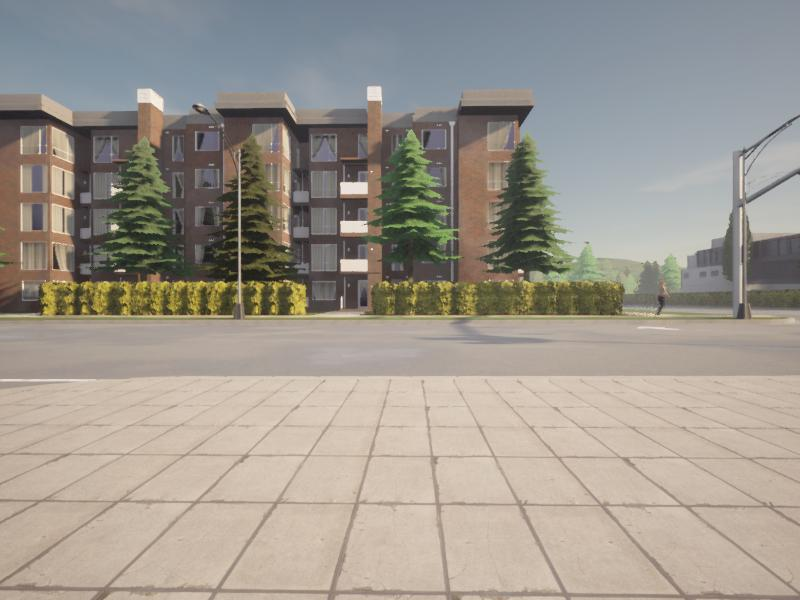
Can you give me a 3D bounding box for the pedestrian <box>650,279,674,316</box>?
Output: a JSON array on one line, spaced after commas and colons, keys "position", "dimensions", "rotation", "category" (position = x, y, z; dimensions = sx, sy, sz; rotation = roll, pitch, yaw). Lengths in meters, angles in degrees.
[{"position": [13.207, -0.125, 20.180], "dimensions": [0.751, 1.860, 0.751], "rotation": [0, 0, 1], "category": "pedestrian"}]
